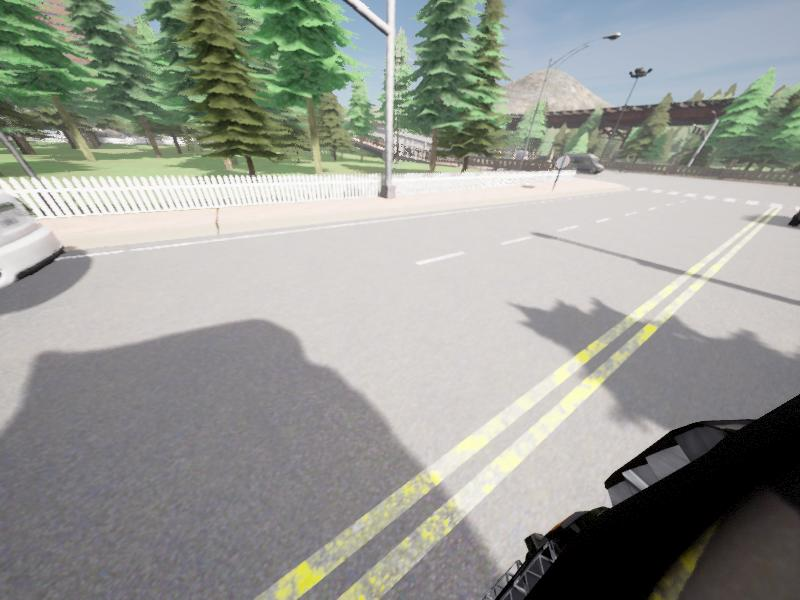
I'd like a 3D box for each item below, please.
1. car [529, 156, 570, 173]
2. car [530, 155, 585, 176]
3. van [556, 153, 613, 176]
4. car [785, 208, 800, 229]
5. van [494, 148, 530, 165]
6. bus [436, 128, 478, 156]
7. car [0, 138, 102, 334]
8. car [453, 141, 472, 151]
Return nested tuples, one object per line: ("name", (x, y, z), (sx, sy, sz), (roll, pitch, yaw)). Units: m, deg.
("car", (22.807, -20.822, 35.485), (1.932, 1.855, 4.605), (-19, 39, -29))
("car", (21.453, -18.581, 31.853), (2.150, 2.045, 5.566), (-19, 39, -29))
("van", (27.500, -20.533, 34.823), (1.988, 2.561, 5.915), (-19, 39, -29))
("car", (19.455, -4.051, 9.989), (4.553, 1.767, 2.097), (-17, 38, -28))
("van", (23.896, -30.822, 49.610), (2.351, 2.431, 6.366), (-18, 42, -29))
("bus", (14.475, -40.997, 59.849), (3.944, 4.253, 10.273), (-18, 46, -29))
("car", (-7.649, -0.309, 1.987), (5.566, 2.045, 2.150), (-17, 38, -28))
("car", (17.979, -44.349, 66.682), (1.801, 1.575, 5.366), (-18, 46, -29))
